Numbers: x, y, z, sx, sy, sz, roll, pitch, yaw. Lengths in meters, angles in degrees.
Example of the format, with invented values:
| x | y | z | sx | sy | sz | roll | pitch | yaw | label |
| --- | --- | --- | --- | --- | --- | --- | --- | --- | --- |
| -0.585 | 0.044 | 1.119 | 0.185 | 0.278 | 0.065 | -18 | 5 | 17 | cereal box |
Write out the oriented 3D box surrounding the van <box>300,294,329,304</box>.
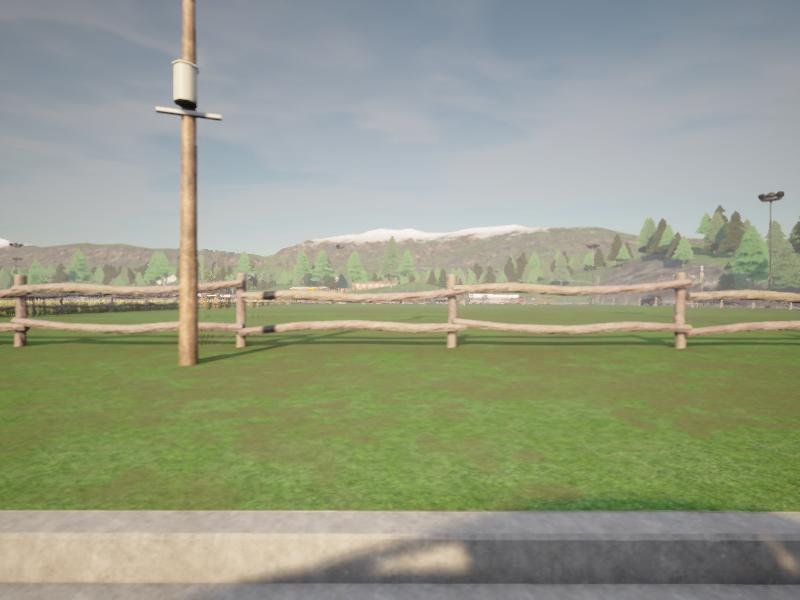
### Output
| x | y | z | sx | sy | sz | roll | pitch | yaw | label |
| --- | --- | --- | --- | --- | --- | --- | --- | --- | --- |
| -20.328 | -0.237 | 95.409 | 6.366 | 2.431 | 2.351 | 0 | 0 | 0 | van |

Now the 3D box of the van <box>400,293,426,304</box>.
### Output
| x | y | z | sx | sy | sz | roll | pitch | yaw | label |
| --- | --- | --- | --- | --- | --- | --- | --- | --- | --- |
| 2.968 | -0.298 | 91.980 | 5.915 | 2.561 | 1.988 | 0 | 0 | 0 | van |

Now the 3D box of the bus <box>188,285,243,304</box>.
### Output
| x | y | z | sx | sy | sz | roll | pitch | yaw | label |
| --- | --- | --- | --- | --- | --- | --- | --- | --- | --- |
| -40.651 | -1.160 | 88.469 | 10.273 | 4.253 | 3.944 | 0 | 0 | 0 | bus |

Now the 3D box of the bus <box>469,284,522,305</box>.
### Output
| x | y | z | sx | sy | sz | roll | pitch | yaw | label |
| --- | --- | --- | --- | --- | --- | --- | --- | --- | --- |
| 20.161 | -1.124 | 85.159 | 10.273 | 4.253 | 3.944 | 0 | 0 | 0 | bus |

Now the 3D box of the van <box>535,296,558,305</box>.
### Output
| x | y | z | sx | sy | sz | roll | pitch | yaw | label |
| --- | --- | --- | --- | --- | --- | --- | --- | --- | --- |
| 32.381 | 0.014 | 88.683 | 4.442 | 1.987 | 1.775 | 0 | 0 | -2 | van |

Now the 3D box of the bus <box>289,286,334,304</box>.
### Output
| x | y | z | sx | sy | sz | roll | pitch | yaw | label |
| --- | --- | --- | --- | --- | --- | --- | --- | --- | --- |
| -21.687 | -1.150 | 99.028 | 10.273 | 4.253 | 3.944 | 0 | 0 | 0 | bus |

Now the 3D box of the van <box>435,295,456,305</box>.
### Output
| x | y | z | sx | sy | sz | roll | pitch | yaw | label |
| --- | --- | --- | --- | --- | --- | --- | --- | --- | --- |
| 10.092 | -0.025 | 88.506 | 4.480 | 2.038 | 2.069 | 0 | 0 | 0 | van |

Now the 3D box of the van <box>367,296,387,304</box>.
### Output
| x | y | z | sx | sy | sz | roll | pitch | yaw | label |
| --- | --- | --- | --- | --- | --- | --- | --- | --- | --- |
| -5.341 | -0.005 | 91.958 | 4.442 | 1.987 | 1.775 | 0 | 0 | 0 | van |

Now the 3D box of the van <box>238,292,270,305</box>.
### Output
| x | y | z | sx | sy | sz | roll | pitch | yaw | label |
| --- | --- | --- | --- | --- | --- | --- | --- | --- | --- |
| -30.915 | -0.315 | 84.874 | 5.915 | 2.561 | 1.988 | 0 | 0 | 0 | van |

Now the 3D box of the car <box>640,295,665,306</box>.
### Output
| x | y | z | sx | sy | sz | roll | pitch | yaw | label |
| --- | --- | --- | --- | --- | --- | --- | --- | --- | --- |
| 43.686 | 0.068 | 69.349 | 1.905 | 1.878 | 3.866 | 0 | 0 | 0 | car |

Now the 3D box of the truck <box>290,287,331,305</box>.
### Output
| x | y | z | sx | sy | sz | roll | pitch | yaw | label |
| --- | --- | --- | --- | --- | --- | --- | --- | --- | --- |
| -19.721 | -0.935 | 88.408 | 8.468 | 3.827 | 2.891 | 0 | 0 | 0 | truck |
